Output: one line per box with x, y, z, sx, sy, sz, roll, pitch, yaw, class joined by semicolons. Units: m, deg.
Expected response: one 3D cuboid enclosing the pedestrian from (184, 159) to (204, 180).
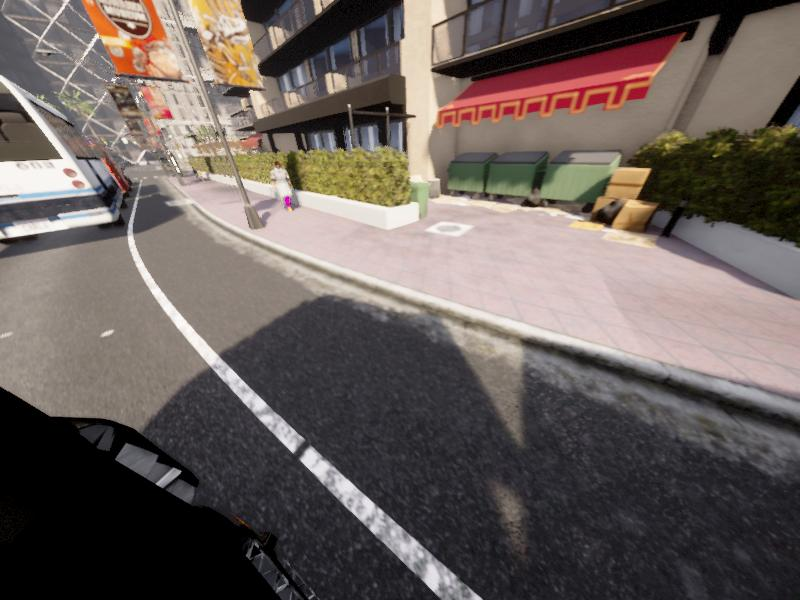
-21.309;-13.470;23.883;0.751;1.860;0.751;27;43;37;pedestrian

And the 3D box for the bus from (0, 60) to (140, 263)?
-14.008;-5.010;8.712;10.273;4.253;3.944;27;44;37;bus

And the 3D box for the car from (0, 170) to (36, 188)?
-50.902;-15.970;30.336;1.930;1.638;5.238;-29;42;-34;car

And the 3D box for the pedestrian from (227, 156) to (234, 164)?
-46.294;-38.257;63.176;0.751;1.860;0.751;21;40;32;pedestrian

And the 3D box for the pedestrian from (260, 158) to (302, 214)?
-4.591;-4.448;9.026;0.751;1.860;0.751;-30;42;-34;pedestrian

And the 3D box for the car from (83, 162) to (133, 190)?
-29.794;-12.895;23.788;2.150;2.045;5.566;-29;42;-34;car

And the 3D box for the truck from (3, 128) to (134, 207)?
-22.247;-9.446;16.405;2.891;3.827;8.468;-29;42;-34;truck

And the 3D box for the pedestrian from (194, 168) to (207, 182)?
-19.269;-12.090;22.338;0.500;1.100;0.500;-29;42;-34;pedestrian

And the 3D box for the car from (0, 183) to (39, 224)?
-20.423;-4.658;11.262;1.994;1.385;4.181;-29;42;-34;car

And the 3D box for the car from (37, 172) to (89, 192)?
-33.663;-11.945;23.244;1.994;1.385;4.181;-29;42;-34;car
